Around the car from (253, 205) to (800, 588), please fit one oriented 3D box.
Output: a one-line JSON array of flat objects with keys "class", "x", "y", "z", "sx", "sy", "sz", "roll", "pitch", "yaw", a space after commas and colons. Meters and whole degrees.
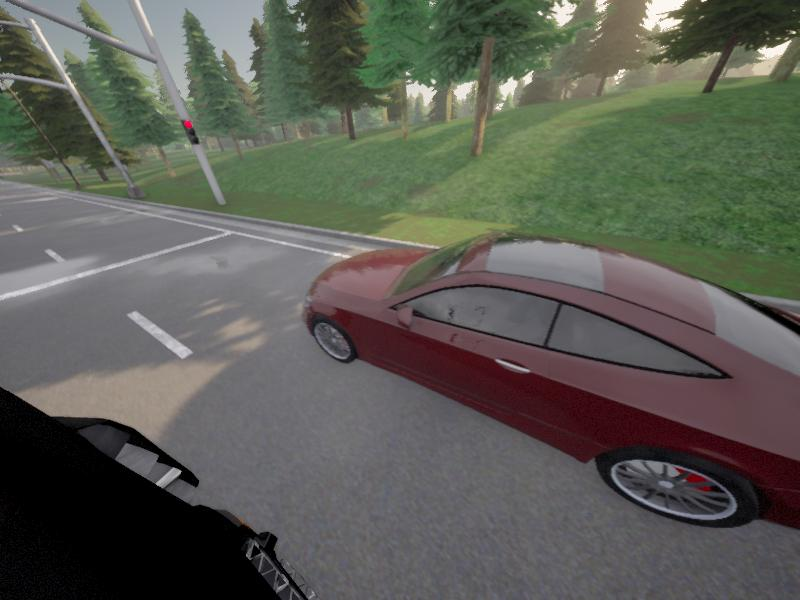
[{"class": "car", "x": 0.977, "y": 0.102, "z": 2.424, "sx": 4.674, "sy": 1.442, "sz": 1.812, "roll": 16, "pitch": 38, "yaw": 26}]
